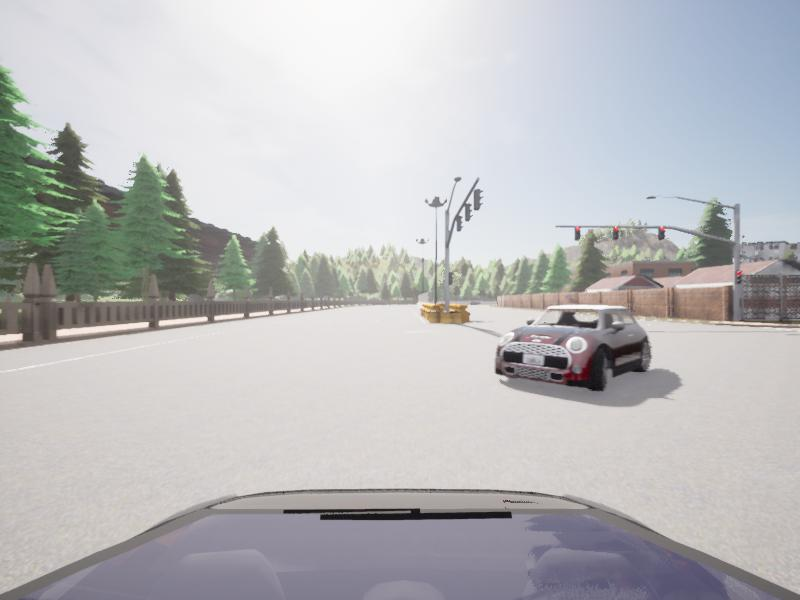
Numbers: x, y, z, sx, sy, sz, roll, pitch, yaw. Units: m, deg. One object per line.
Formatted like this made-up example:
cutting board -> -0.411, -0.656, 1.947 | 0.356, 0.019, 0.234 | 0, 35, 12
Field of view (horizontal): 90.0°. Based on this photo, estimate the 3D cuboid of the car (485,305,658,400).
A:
car -> 3.711, 0.857, 8.368 | 3.806, 1.475, 1.970 | 0, 0, -43
